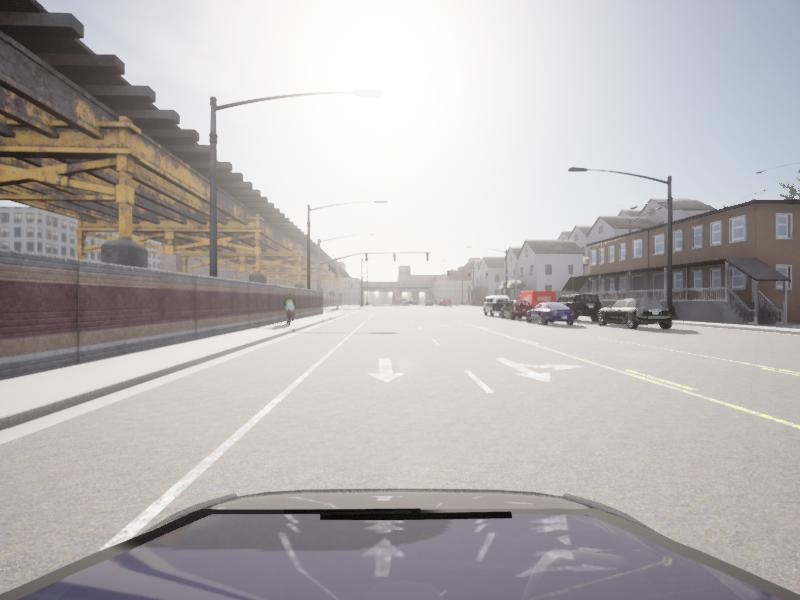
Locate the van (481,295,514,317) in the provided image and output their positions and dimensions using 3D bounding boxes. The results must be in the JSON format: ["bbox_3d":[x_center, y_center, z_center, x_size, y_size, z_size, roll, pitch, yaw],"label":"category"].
[{"bbox_3d":[9.459,0.571,39.230,2.069,2.038,4.480,0,0,-2],"label":"van"}]

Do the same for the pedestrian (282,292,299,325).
[{"bbox_3d":[-6.312,0.485,23.029,0.751,1.860,0.751,0,0,2],"label":"pedestrian"}]

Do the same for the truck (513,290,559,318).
[{"bbox_3d":[12.863,0.357,38.263,2.627,2.467,5.204,0,0,0],"label":"truck"}]

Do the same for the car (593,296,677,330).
[{"bbox_3d":[13.378,0.695,23.174,2.097,1.767,4.553,0,0,-2],"label":"car"}]

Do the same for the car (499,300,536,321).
[{"bbox_3d":[9.620,0.788,33.092,1.851,1.617,3.988,0,0,-2],"label":"car"}]

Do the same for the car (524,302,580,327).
[{"bbox_3d":[9.787,0.870,26.232,1.812,1.442,4.674,0,0,-1],"label":"car"}]

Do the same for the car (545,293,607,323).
[{"bbox_3d":[13.168,0.568,30.403,2.150,2.045,5.566,0,0,-1],"label":"car"}]
